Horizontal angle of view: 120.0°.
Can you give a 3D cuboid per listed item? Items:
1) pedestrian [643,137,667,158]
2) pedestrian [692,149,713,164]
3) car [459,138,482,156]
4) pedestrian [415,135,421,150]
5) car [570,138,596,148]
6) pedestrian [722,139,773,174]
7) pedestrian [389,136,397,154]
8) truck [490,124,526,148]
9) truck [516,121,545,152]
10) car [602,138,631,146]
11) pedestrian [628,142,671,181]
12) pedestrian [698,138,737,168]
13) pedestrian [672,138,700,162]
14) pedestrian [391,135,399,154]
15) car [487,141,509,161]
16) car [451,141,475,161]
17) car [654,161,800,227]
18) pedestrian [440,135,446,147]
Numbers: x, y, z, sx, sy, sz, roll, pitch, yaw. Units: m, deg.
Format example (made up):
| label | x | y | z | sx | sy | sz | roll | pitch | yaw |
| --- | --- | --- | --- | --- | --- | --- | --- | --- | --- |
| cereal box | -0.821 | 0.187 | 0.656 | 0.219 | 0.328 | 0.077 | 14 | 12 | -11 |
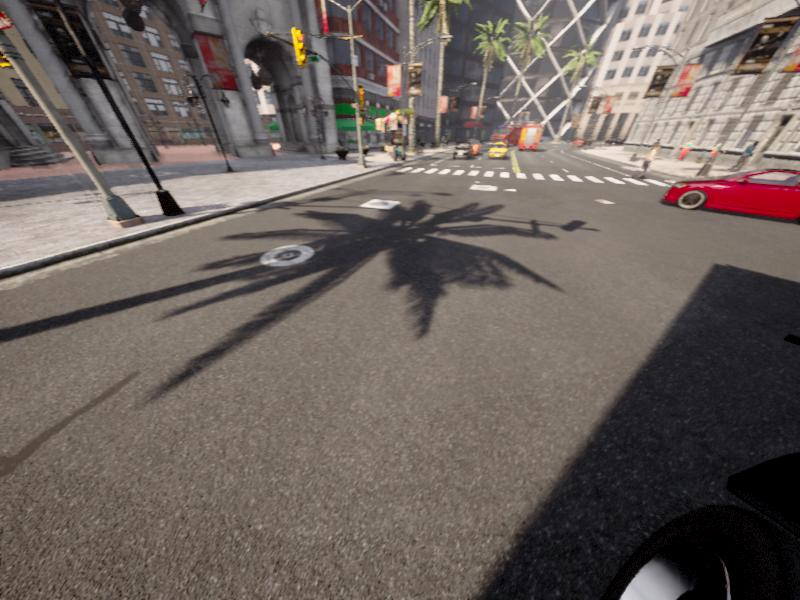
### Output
| label | x | y | z | sx | sy | sz | roll | pitch | yaw |
| --- | --- | --- | --- | --- | --- | --- | --- | --- | --- |
| pedestrian | 27.187 | -16.259 | 24.662 | 0.751 | 1.860 | 0.751 | 13 | 38 | 17 |
| pedestrian | 25.983 | -12.351 | 19.883 | 0.500 | 1.100 | 0.500 | 13 | 38 | 17 |
| car | 9.133 | -19.722 | 29.709 | 2.097 | 1.767 | 4.553 | 13 | 38 | 17 |
| pedestrian | 2.768 | -24.197 | 35.518 | 0.751 | 1.860 | 0.751 | 15 | 38 | 19 |
| car | 39.059 | -33.655 | 49.371 | 5.027 | 1.651 | 2.152 | -20 | 41 | -26 |
| pedestrian | 22.393 | -9.287 | 14.962 | 0.751 | 1.860 | 0.751 | 8 | 36 | 10 |
| pedestrian | -0.875 | -19.098 | 28.422 | 0.751 | 1.860 | 0.751 | 7 | 36 | 10 |
| truck | 23.001 | -34.860 | 49.057 | 8.468 | 3.827 | 2.891 | -30 | 45 | -35 |
| truck | 22.084 | -27.464 | 38.792 | 2.891 | 3.827 | 8.468 | 17 | 39 | 22 |
| car | 52.343 | -38.172 | 55.820 | 4.892 | 1.490 | 1.837 | -2 | 36 | -3 |
| pedestrian | 14.403 | -8.028 | 13.425 | 0.751 | 1.860 | 0.751 | 12 | 37 | 16 |
| pedestrian | 24.317 | -11.294 | 17.758 | 0.751 | 1.860 | 0.751 | 14 | 38 | 18 |
| pedestrian | 26.301 | -13.824 | 21.279 | 0.751 | 1.860 | 0.751 | 20 | 40 | 25 |
| pedestrian | -0.593 | -19.649 | 29.189 | 0.751 | 1.860 | 0.751 | 13 | 38 | 16 |
| car | 11.010 | -16.755 | 25.789 | 1.801 | 1.575 | 5.366 | 13 | 38 | 17 |
| car | 6.827 | -16.128 | 24.915 | 1.789 | 1.549 | 3.705 | 13 | 37 | 16 |
| car | 12.054 | -3.698 | 7.868 | 1.994 | 1.385 | 4.181 | -27 | 44 | -32 |
| pedestrian | 8.298 | -30.780 | 44.683 | 0.751 | 1.860 | 0.751 | 21 | 41 | 26 |
